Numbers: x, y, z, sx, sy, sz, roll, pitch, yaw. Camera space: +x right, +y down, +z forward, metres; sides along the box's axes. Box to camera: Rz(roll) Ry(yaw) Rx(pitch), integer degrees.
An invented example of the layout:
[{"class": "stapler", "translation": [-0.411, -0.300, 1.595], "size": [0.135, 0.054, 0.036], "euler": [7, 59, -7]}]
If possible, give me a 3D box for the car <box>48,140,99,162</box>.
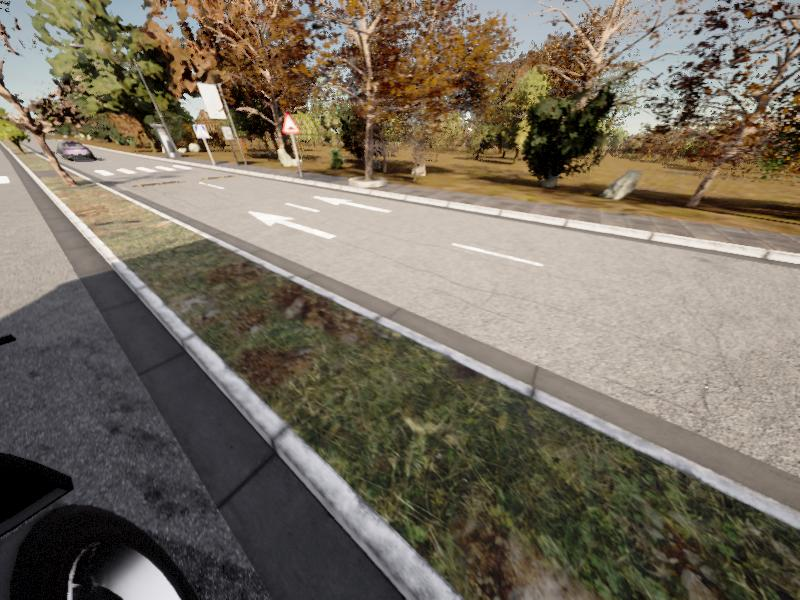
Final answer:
[{"class": "car", "translation": [-33.241, -15.246, 23.534], "size": [4.856, 1.649, 2.033], "euler": [22, 41, 28]}]
